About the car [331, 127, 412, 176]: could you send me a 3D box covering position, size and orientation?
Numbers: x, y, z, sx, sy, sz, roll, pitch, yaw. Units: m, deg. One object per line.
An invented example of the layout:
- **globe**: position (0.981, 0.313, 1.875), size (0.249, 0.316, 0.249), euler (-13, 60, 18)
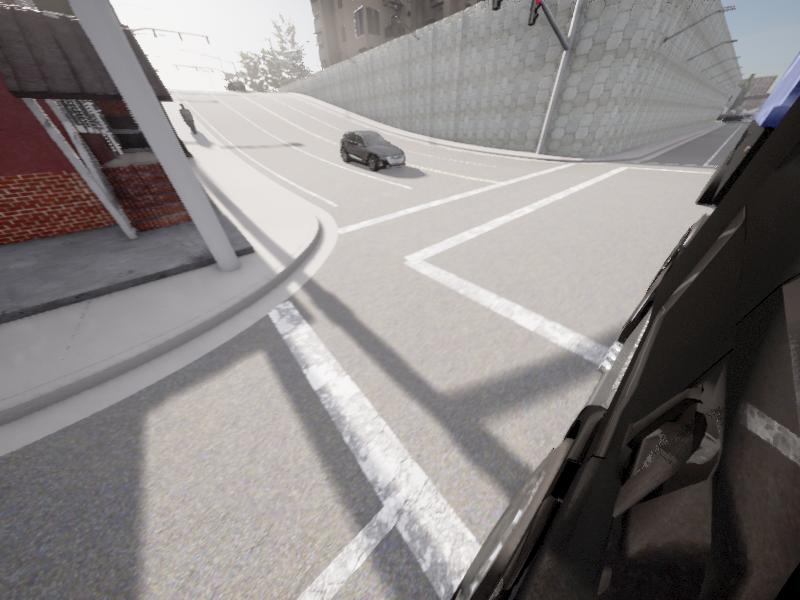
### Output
- **car**: position (-1.756, -8.661, 13.232), size (2.033, 1.649, 4.856), euler (-28, 49, -30)

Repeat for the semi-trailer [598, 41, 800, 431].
- **semi-trailer**: position (8.695, -3.595, 4.247), size (14.254, 4.402, 2.717), euler (-28, 44, -30)

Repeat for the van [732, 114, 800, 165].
- **van**: position (20.246, -8.750, 12.495), size (4.442, 1.987, 1.775), euler (-28, 44, -30)

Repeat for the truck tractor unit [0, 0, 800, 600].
- **truck tractor unit**: position (2.645, -0.295, 0.351), size (6.516, 4.208, 3.053), euler (-28, 44, -30)
